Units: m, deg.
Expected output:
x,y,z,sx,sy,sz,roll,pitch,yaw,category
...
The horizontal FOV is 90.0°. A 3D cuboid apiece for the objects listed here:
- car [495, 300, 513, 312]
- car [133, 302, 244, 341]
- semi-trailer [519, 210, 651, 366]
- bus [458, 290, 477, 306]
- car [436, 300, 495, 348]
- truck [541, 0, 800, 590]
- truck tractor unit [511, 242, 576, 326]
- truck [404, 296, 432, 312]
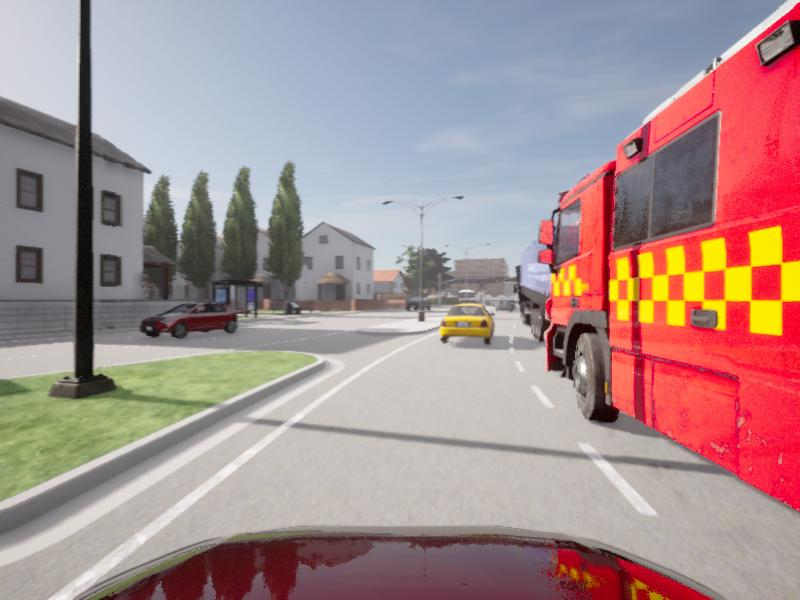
x,y,z,sx,sy,sz,roll,pitch,yaw,category
14.270,0.787,54.666,2.242,1.667,4.611,0,0,17,car
-9.216,0.840,17.844,1.816,1.474,4.193,0,0,22,car
7.347,-0.728,18.529,2.717,4.402,14.254,0,3,13,semi-trailer
18.231,-0.495,107.279,3.944,4.253,10.273,0,0,17,bus
2.800,0.808,16.042,1.801,1.575,5.366,0,0,15,car
3.681,-0.314,2.712,2.891,3.827,8.468,0,0,3,truck
9.154,-0.731,26.409,3.053,4.208,6.516,-7,-8,14,truck tractor unit
2.637,0.553,55.920,2.390,2.098,6.274,0,0,17,truck
